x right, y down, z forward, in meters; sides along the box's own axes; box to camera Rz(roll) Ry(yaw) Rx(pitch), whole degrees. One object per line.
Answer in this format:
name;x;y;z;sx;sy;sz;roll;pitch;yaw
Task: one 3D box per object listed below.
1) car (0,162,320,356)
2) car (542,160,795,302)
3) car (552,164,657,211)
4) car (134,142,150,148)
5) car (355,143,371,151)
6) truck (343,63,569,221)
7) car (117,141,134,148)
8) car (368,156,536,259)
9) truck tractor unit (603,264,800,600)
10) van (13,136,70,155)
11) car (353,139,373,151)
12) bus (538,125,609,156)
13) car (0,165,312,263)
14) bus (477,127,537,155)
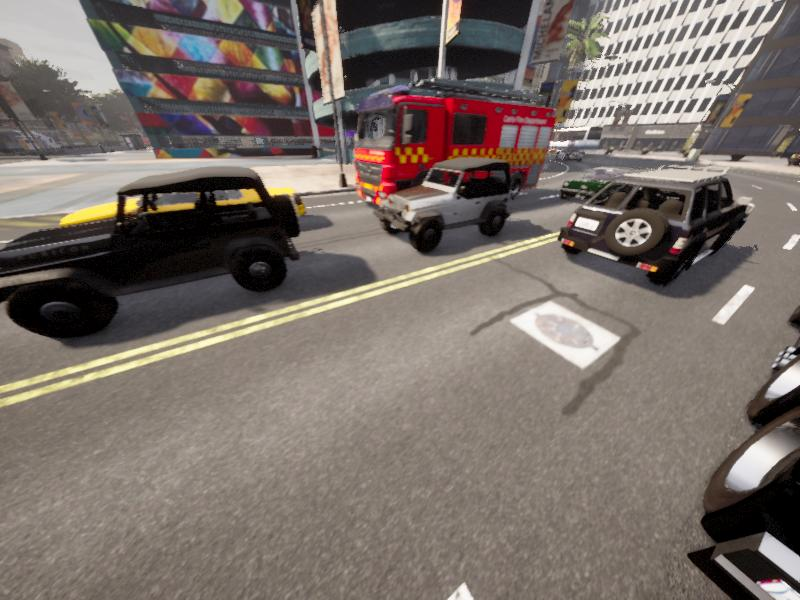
car;-3.723;-1.089;3.888;3.866;1.878;1.905;-19;39;-25
car;5.779;-1.859;5.096;4.605;1.855;1.932;-18;39;-24
car;9.420;-5.320;10.620;4.718;1.301;1.895;-21;40;-28
car;-75.647;-45.607;67.803;1.895;1.301;4.718;-18;39;-24
car;-8.701;-35.782;53.971;2.007;1.523;4.514;-18;39;-25
truck;2.463;-6.213;9.627;8.468;3.827;2.891;-19;39;-26
car;-78.159;-44.395;65.834;1.845;1.501;3.633;-19;39;-26
car;1.358;-2.760;6.340;3.866;1.878;1.905;-18;39;-25
truck tractor unit;5.108;-0.302;0.794;6.516;4.208;3.053;-18;38;-24
van;-59.086;-25.711;38.337;2.351;2.431;6.366;-18;39;-24
car;-8.670;-36.075;53.706;2.435;2.045;5.566;-18;39;-25
bus;32.183;-30.072;43.841;3.944;4.253;10.273;-6;34;-9
car;-5.550;-2.666;6.414;5.366;1.575;1.801;-18;39;-24
bus;20.694;-31.602;45.953;3.944;4.253;10.273;-14;37;-20
